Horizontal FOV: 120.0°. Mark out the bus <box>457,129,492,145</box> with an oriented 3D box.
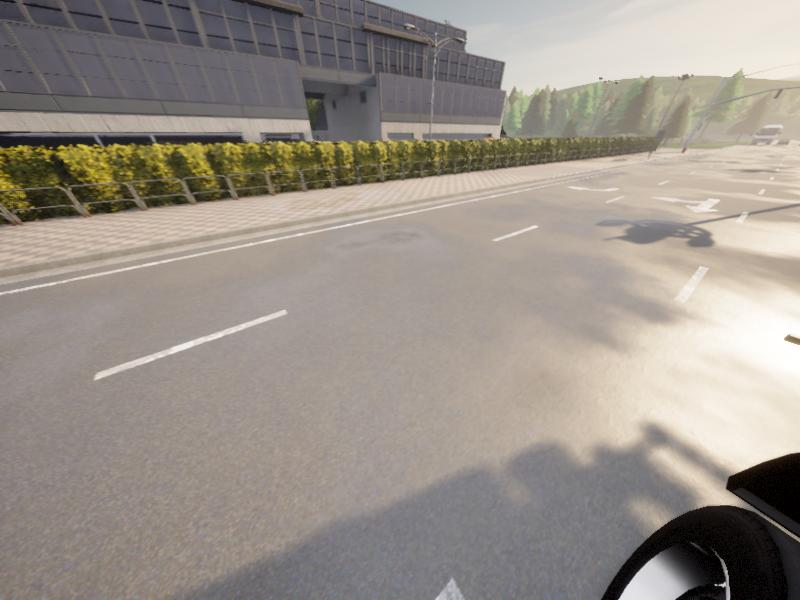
[{"bbox_3d":[24.505,-54.292,76.945,3.944,4.253,10.273,-22,40,-27],"label":"bus"}]
